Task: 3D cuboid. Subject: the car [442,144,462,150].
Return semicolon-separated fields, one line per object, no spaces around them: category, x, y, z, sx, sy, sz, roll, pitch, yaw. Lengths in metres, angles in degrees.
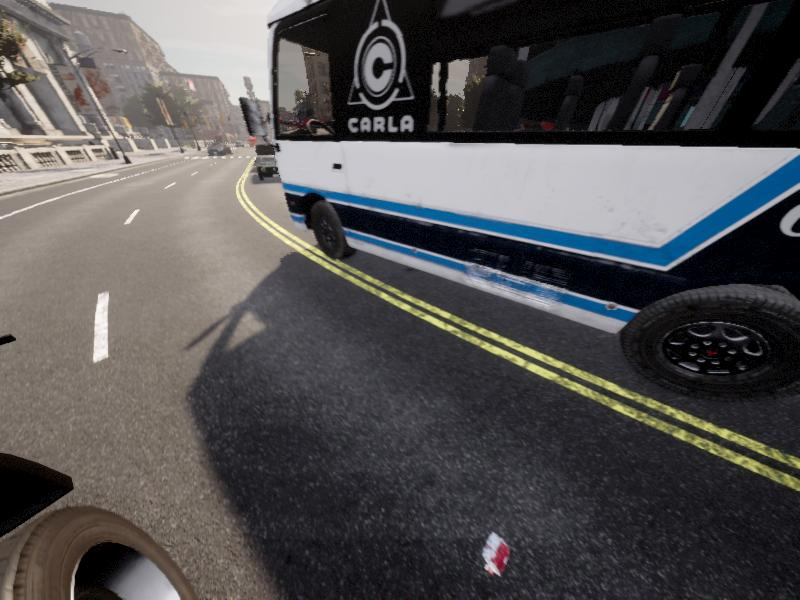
car;15.383;-45.206;68.198;5.357;1.411;2.033;-15;38;-21

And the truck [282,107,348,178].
truck;-7.087;-12.612;18.686;2.891;3.827;8.468;-16;38;-22

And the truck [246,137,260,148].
truck;-42.897;-46.248;67.688;2.627;2.467;5.204;-15;38;-21

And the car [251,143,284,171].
car;-11.660;-12.697;20.421;1.905;1.878;3.866;-15;38;-21

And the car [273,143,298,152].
car;-24.656;-32.917;49.778;1.994;1.385;4.181;20;39;26

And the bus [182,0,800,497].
bus;2.055;-2.077;3.301;10.273;4.253;3.944;23;41;29

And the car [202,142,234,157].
car;-27.380;-22.813;34.904;2.242;1.667;4.611;-10;36;-14

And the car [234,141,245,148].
car;-45.002;-43.728;64.890;1.970;1.475;3.806;-15;38;-21

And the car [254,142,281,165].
car;-14.206;-15.743;24.764;1.905;1.878;3.866;-15;38;-22

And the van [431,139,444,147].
van;15.035;-63.283;93.237;1.988;2.561;5.915;-15;38;-22

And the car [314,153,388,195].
car;-2.908;-7.315;13.141;2.038;1.542;4.974;-21;40;-28

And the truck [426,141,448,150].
truck;11.177;-46.559;69.452;6.274;2.098;2.390;-18;39;-25

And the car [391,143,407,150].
car;-0.217;-41.195;61.947;3.988;1.617;1.851;-15;38;-21

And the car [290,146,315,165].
car;-11.096;-16.489;26.168;1.801;1.575;5.366;-15;38;-21

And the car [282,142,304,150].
car;-27.029;-39.029;58.477;4.674;1.442;1.812;12;37;16

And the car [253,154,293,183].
car;-8.861;-9.201;15.957;1.895;1.301;4.718;-16;38;-23
